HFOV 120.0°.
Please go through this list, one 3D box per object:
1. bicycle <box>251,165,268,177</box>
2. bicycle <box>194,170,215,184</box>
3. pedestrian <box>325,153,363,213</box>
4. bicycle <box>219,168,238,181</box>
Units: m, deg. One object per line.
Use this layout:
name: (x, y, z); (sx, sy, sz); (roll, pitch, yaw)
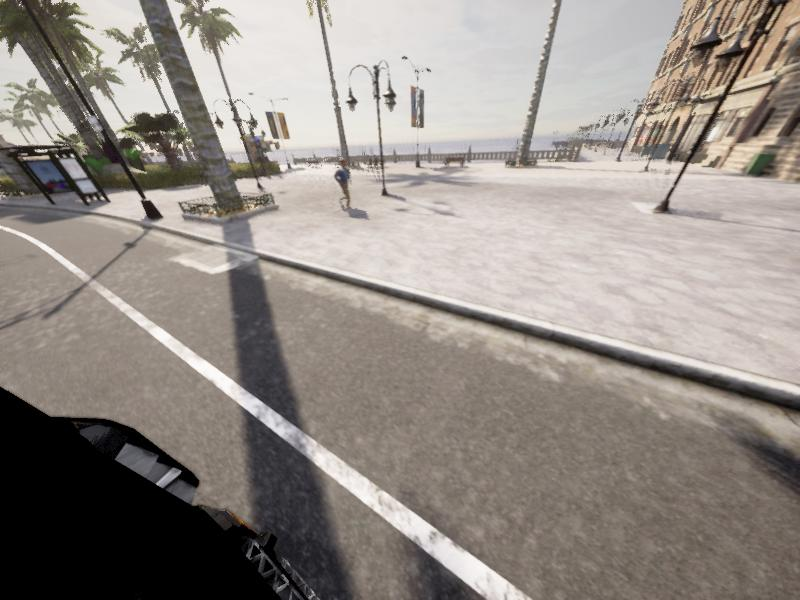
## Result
bicycle: (-14.070, -12.931, 23.134); (1.643, 1.024, 0.373); (16, 38, 25)
bicycle: (-16.535, -10.408, 19.549); (1.643, 1.024, 0.373); (16, 38, 25)
pedestrian: (-2.004, -4.299, 8.511); (0.751, 1.860, 0.751); (17, 38, 27)
bicycle: (-15.548, -11.417, 20.983); (1.643, 1.024, 0.373); (16, 38, 25)
